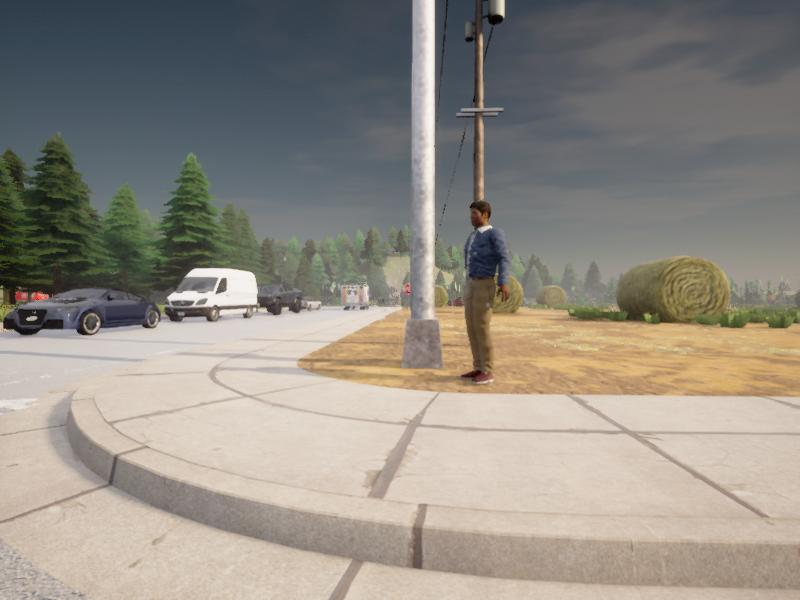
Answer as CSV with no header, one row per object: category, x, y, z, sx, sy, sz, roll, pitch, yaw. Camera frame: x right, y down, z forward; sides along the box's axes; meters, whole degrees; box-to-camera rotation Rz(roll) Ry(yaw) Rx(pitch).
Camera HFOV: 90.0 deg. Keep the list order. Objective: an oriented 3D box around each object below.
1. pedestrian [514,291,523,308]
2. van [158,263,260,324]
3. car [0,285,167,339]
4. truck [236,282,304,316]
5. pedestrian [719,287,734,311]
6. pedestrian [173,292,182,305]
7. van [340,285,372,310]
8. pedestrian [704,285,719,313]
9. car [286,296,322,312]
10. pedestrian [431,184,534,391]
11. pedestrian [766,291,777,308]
pedestrian,13.174,-0.090,44.523,0.751,1.860,0.751,0,0,28
van,-9.173,-0.278,19.958,1.988,2.561,5.915,0,0,3
car,-9.546,0.307,12.483,1.994,1.385,4.181,0,0,3
truck,-8.760,-0.059,27.826,2.390,2.098,6.274,0,0,3
pedestrian,25.759,-0.061,31.561,0.751,1.860,0.751,0,0,-40
pedestrian,-31.047,-0.212,55.852,0.751,1.860,0.751,0,0,20
van,-4.539,-0.215,42.425,2.351,2.431,6.366,0,0,3
pedestrian,21.583,-0.070,27.729,0.751,1.860,0.751,0,0,43
car,-8.416,0.342,35.422,1.895,1.301,4.718,0,0,3
pedestrian,0.809,-0.111,4.065,0.751,1.860,0.751,0,0,-17
pedestrian,42.160,-0.024,45.370,0.751,1.860,0.751,0,0,-28
